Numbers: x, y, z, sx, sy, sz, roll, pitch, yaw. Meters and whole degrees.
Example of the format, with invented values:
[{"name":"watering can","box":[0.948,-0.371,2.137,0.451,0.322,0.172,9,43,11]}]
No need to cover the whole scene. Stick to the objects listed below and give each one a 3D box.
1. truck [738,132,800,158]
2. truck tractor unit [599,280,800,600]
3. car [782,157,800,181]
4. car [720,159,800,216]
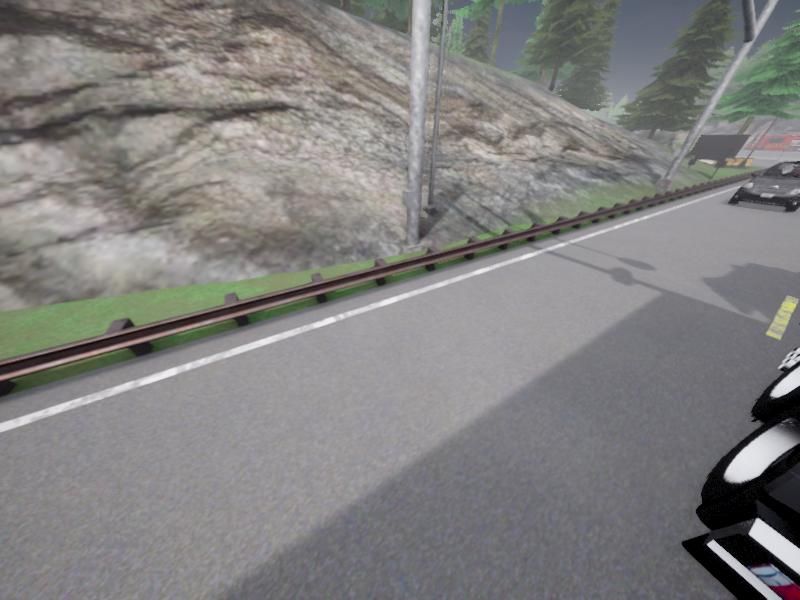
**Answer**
[{"name":"truck","box":[71.844,-29.122,43.346,2.891,3.827,8.468,-19,39,-25]},{"name":"truck tractor unit","box":[5.142,-0.266,0.753,6.516,4.208,3.053,-17,38,-23]},{"name":"car","box":[30.609,-9.623,16.749,4.792,1.488,2.163,-18,39,-25]},{"name":"car","box":[15.914,-4.810,9.616,3.988,1.617,1.851,-18,39,-25]}]
